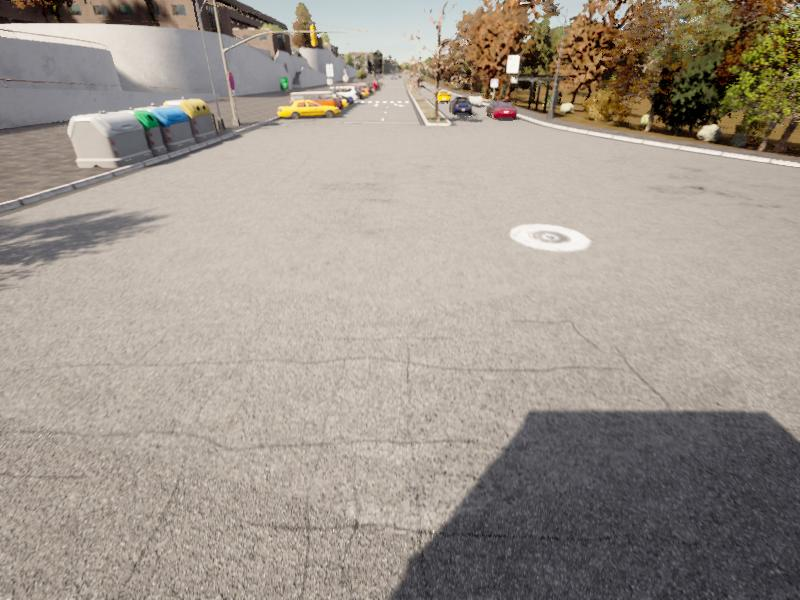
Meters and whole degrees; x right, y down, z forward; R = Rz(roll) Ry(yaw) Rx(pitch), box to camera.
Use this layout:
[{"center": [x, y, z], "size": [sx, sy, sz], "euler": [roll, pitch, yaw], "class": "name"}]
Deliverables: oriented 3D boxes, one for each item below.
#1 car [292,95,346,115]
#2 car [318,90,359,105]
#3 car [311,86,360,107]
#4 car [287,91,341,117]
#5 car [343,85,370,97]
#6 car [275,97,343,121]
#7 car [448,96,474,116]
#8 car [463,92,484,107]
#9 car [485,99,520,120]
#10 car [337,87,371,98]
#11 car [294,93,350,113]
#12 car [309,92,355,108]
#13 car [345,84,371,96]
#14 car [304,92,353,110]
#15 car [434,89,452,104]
[{"center": [-8.074, -19.413, 39.773], "size": [4.792, 1.488, 2.163], "euler": [-11, 31, -17], "class": "car"}, {"center": [-8.052, -26.751, 52.773], "size": [4.892, 1.521, 2.231], "euler": [-11, 30, -17], "class": "car"}, {"center": [-8.073, -25.505, 50.031], "size": [5.566, 2.045, 2.435], "euler": [-11, 31, -17], "class": "car"}, {"center": [-7.943, -18.200, 37.097], "size": [4.442, 1.987, 1.878], "euler": [-11, 31, -17], "class": "car"}, {"center": [-8.005, -38.466, 73.566], "size": [4.553, 1.767, 2.185], "euler": [-11, 31, -17], "class": "car"}, {"center": [-7.878, -16.554, 34.628], "size": [5.366, 1.575, 1.946], "euler": [-11, 31, -17], "class": "car"}, {"center": [5.854, -18.789, 38.636], "size": [1.816, 1.474, 4.193], "euler": [0, 29, 0], "class": "car"}, {"center": [8.852, -24.218, 48.227], "size": [1.845, 1.501, 3.633], "euler": [0, 30, 0], "class": "car"}, {"center": [8.855, -16.682, 35.005], "size": [1.994, 1.385, 4.181], "euler": [0, 29, 0], "class": "car"}, {"center": [-7.861, -35.490, 68.459], "size": [5.366, 1.575, 1.946], "euler": [-11, 30, -17], "class": "car"}, {"center": [-8.221, -20.878, 42.310], "size": [5.366, 1.575, 1.946], "euler": [-11, 31, -17], "class": "car"}, {"center": [-8.050, -23.835, 47.569], "size": [5.008, 1.535, 2.097], "euler": [-11, 31, -17], "class": "car"}, {"center": [-7.927, -40.028, 76.161], "size": [4.442, 1.987, 1.878], "euler": [-11, 30, -17], "class": "car"}, {"center": [-8.039, -22.371, 44.967], "size": [4.892, 1.521, 2.231], "euler": [-11, 31, -17], "class": "car"}, {"center": [5.852, -27.882, 54.759], "size": [1.882, 1.535, 5.008], "euler": [0, 29, 0], "class": "car"}]
